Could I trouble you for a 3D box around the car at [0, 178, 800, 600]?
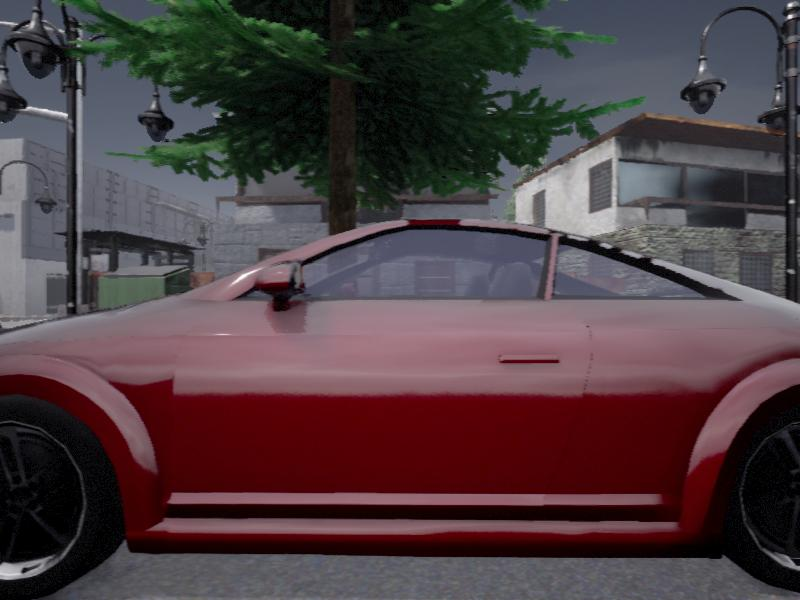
[{"bbox_3d":[-0.005,0.308,2.268,4.181,1.385,1.994,0,0,1],"label":"car"}]
